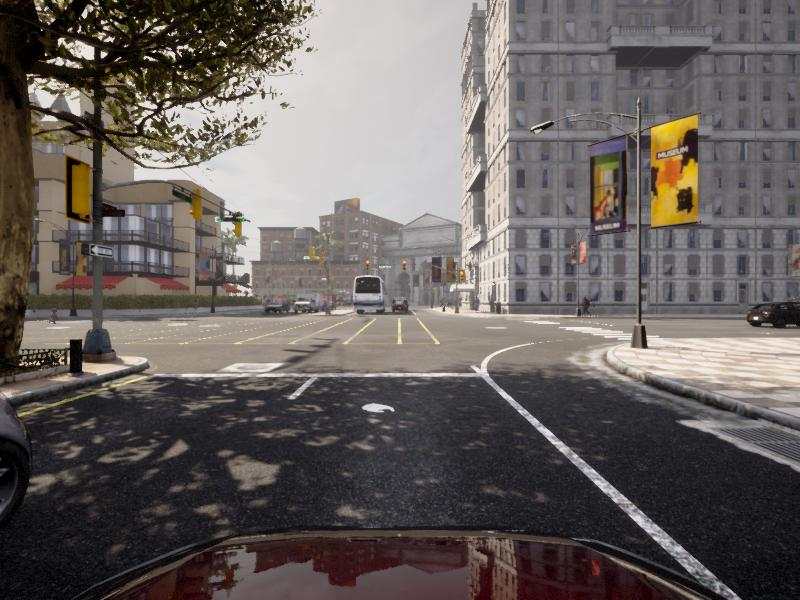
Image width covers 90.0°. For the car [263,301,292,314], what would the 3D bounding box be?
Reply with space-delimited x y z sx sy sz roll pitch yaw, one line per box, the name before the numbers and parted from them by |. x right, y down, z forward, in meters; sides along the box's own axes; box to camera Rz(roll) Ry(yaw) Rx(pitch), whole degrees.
car | -15.001 0.888 49.342 2.033 1.411 5.357 0 0 0

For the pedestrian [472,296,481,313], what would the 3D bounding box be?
pedestrian | 8.691 0.478 45.458 0.751 1.860 0.751 0 0 -7

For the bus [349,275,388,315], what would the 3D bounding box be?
bus | -3.622 -0.541 48.601 3.944 4.253 10.273 0 0 0

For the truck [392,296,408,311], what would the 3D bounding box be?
truck | 0.000 0.534 59.649 2.390 2.098 6.274 0 0 0

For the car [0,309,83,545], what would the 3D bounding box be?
car | -3.492 0.826 1.425 1.845 1.501 3.633 0 0 0

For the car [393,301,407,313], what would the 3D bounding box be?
car | -0.022 0.862 52.172 1.812 1.442 4.674 0 0 0

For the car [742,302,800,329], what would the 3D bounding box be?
car | 22.546 0.851 23.029 4.193 1.474 1.816 0 0 0

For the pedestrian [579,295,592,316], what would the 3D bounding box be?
pedestrian | 16.926 0.480 36.478 0.751 1.860 0.751 0 0 -5

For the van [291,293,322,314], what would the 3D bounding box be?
van | -11.502 0.371 49.802 2.351 2.431 6.366 0 0 0

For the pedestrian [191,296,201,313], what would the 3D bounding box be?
pedestrian | -22.204 0.479 43.528 0.751 1.860 0.751 0 0 -1

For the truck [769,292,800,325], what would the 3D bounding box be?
truck | 28.689 0.538 26.539 6.274 2.098 2.390 0 0 0

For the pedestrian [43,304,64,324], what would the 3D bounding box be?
pedestrian | -23.043 0.913 26.594 0.751 1.300 0.751 0 0 7
